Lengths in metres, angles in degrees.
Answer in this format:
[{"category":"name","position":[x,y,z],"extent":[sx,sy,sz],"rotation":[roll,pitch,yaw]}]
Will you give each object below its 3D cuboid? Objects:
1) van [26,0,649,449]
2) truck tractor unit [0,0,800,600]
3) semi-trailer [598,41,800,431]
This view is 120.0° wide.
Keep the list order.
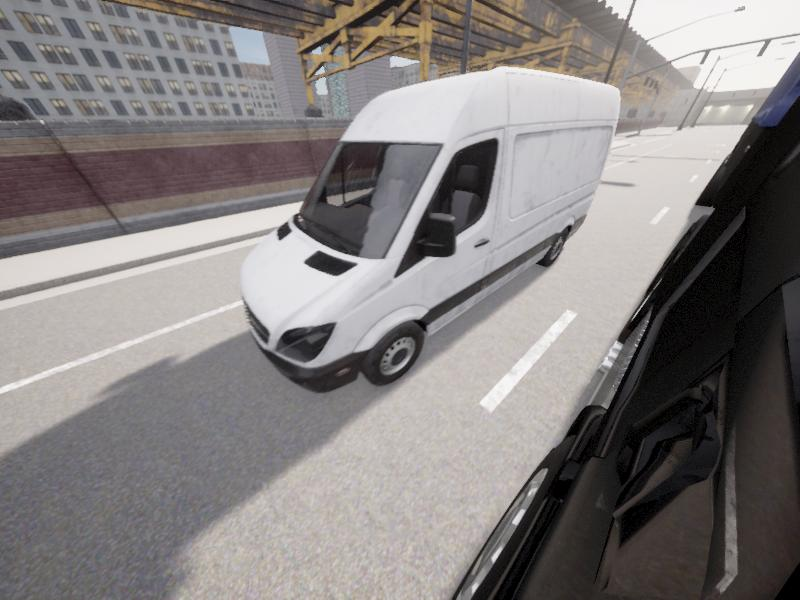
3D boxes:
[{"category":"van","position":[0.817,-1.390,3.304],"extent":[5.915,2.561,1.988],"rotation":[-28,43,-30]},{"category":"truck tractor unit","position":[2.645,-0.295,0.352],"extent":[6.516,4.208,3.053],"rotation":[-28,44,-30]},{"category":"semi-trailer","position":[8.697,-3.580,4.265],"extent":[14.254,4.402,2.717],"rotation":[-28,44,-30]}]
